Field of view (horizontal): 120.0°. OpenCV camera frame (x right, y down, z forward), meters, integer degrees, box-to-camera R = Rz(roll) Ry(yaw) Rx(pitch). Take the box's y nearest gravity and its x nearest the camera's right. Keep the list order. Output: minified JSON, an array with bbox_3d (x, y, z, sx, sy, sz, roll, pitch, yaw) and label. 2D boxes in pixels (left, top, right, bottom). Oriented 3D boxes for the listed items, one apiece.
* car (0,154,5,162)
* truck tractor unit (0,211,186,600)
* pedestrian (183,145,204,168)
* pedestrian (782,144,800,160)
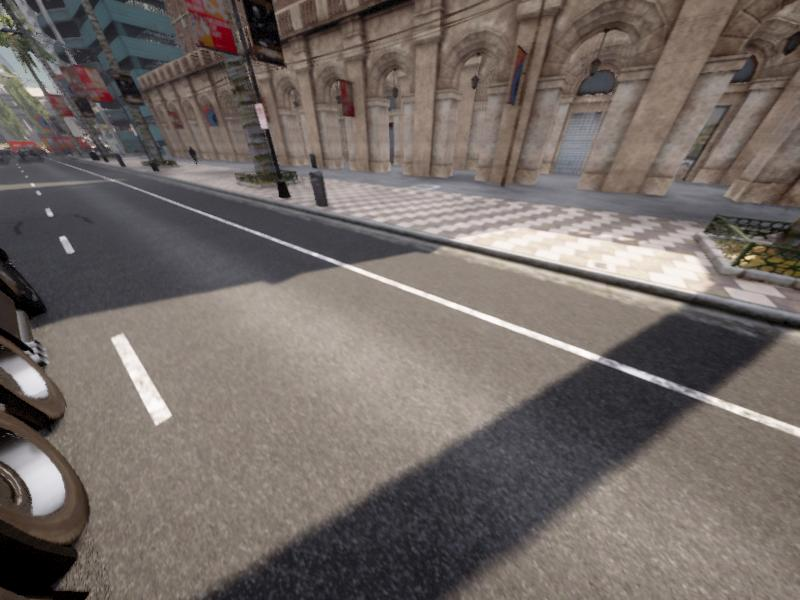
[{"bbox_3d":[-60.055,-21.070,33.806,4.718,1.301,1.895,22,40,28],"label":"car"},{"bbox_3d":[-5.019,-0.381,0.907,6.516,4.208,3.053,22,40,28],"label":"truck tractor unit"},{"bbox_3d":[-20.512,-14.303,22.997,0.751,1.860,0.751,21,40,28],"label":"pedestrian"},{"bbox_3d":[53.942,-20.278,31.657,0.751,1.860,0.751,26,42,33],"label":"pedestrian"}]
